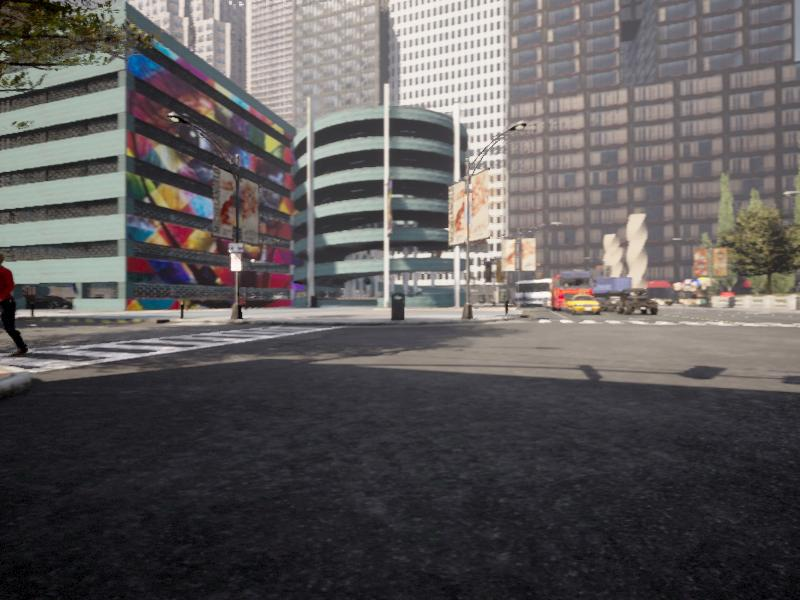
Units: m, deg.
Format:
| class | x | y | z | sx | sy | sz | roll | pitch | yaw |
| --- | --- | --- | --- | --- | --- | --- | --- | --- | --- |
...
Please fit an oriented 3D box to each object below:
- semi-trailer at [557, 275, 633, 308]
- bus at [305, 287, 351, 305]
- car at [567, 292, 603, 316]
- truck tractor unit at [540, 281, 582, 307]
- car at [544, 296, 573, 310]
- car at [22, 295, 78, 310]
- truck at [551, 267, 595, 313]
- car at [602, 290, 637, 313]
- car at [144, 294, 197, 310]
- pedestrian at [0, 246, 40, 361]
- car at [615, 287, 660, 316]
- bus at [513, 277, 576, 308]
| class | x | y | z | sx | sy | sz | roll | pitch | yaw |
| --- | --- | --- | --- | --- | --- | --- | --- | --- | --- |
| semi-trailer | 28.465 | -1.107 | 59.718 | 2.717 | 4.402 | 14.254 | 1 | 0 | -8 |
| bus | -17.335 | -0.938 | 96.876 | 10.273 | 4.253 | 3.944 | 0 | 0 | 15 |
| car | 13.525 | 0.263 | 29.567 | 1.801 | 1.575 | 5.366 | 0 | 0 | 18 |
| truck tractor unit | 27.047 | -0.990 | 67.483 | 3.053 | 4.208 | 6.516 | 1 | 0 | -19 |
| car | 18.470 | 0.322 | 46.785 | 2.038 | 1.542 | 4.974 | 0 | 0 | 9 |
| car | -36.390 | 0.245 | 41.615 | 4.786 | 1.482 | 2.161 | 0 | 0 | 18 |
| truck | 16.335 | -0.842 | 38.397 | 2.891 | 3.827 | 8.468 | 0 | 0 | 16 |
| car | 18.652 | 0.116 | 34.196 | 1.905 | 1.878 | 3.866 | 0 | 0 | 17 |
| car | -24.095 | 0.205 | 42.012 | 4.902 | 1.511 | 2.128 | 0 | 0 | 18 |
| pedestrian | -6.800 | 0.054 | 6.757 | 0.751 | 1.860 | 0.751 | 0 | 0 | 6 |
| car | 16.874 | 0.105 | 28.586 | 1.905 | 1.878 | 3.866 | 0 | 0 | 17 |
| bus | 21.854 | -1.009 | 61.441 | 3.944 | 4.253 | 10.273 | 1 | 0 | -15 |
